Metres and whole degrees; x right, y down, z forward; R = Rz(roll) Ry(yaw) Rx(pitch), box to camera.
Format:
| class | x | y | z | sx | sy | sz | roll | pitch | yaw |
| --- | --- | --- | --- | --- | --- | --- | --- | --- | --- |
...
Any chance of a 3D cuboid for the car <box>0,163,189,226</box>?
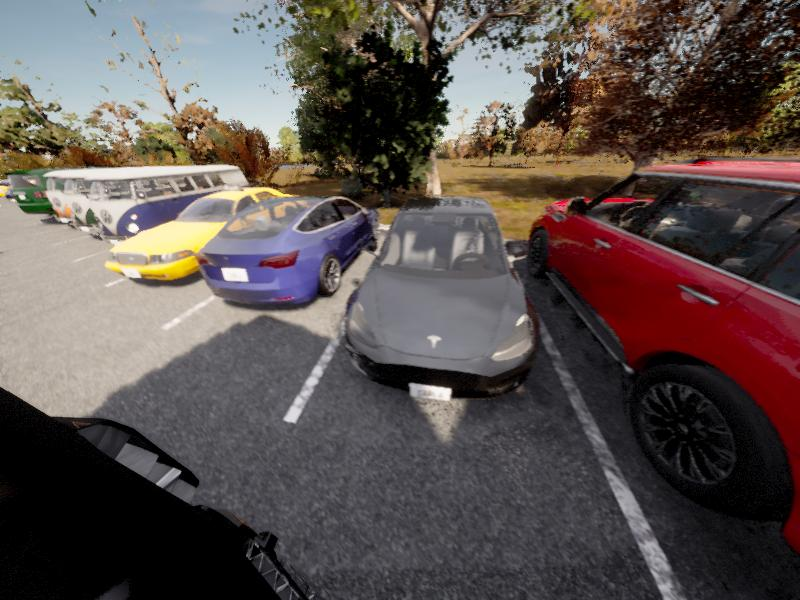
| class | x | y | z | sx | sy | sz | roll | pitch | yaw |
| --- | --- | --- | --- | --- | --- | --- | --- | --- | --- |
| car | -14.735 | -5.497 | 11.573 | 2.435 | 2.045 | 5.566 | 4 | 33 | 10 |

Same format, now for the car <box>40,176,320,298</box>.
| class | x | y | z | sx | sy | sz | roll | pitch | yaw |
| --- | --- | --- | --- | --- | --- | --- | --- | --- | --- |
| car | -4.486 | -2.217 | 6.287 | 1.946 | 1.575 | 5.366 | 4 | 33 | 10 |

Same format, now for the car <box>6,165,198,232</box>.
| class | x | y | z | sx | sy | sz | roll | pitch | yaw |
| --- | --- | --- | --- | --- | --- | --- | --- | --- | --- |
| car | -12.188 | -4.657 | 10.154 | 1.878 | 1.987 | 4.442 | 4 | 33 | 10 |

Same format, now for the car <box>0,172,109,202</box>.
| class | x | y | z | sx | sy | sz | roll | pitch | yaw |
| --- | --- | --- | --- | --- | --- | --- | --- | --- | --- |
| car | -28.253 | -9.280 | 18.765 | 1.946 | 1.575 | 5.366 | 4 | 33 | 10 |

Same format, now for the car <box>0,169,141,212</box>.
| class | x | y | z | sx | sy | sz | roll | pitch | yaw |
| --- | --- | --- | --- | --- | --- | --- | --- | --- | --- |
| car | -19.879 | -6.838 | 14.214 | 2.185 | 1.767 | 4.553 | 4 | 33 | 10 |

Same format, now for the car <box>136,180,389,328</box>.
| class | x | y | z | sx | sy | sz | roll | pitch | yaw |
| --- | --- | --- | --- | --- | --- | --- | --- | --- | --- |
| car | -1.884 | -1.568 | 5.174 | 2.163 | 1.488 | 4.792 | 4 | 33 | 10 |

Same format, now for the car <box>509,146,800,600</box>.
| class | x | y | z | sx | sy | sz | roll | pitch | yaw |
| --- | --- | --- | --- | --- | --- | --- | --- | --- | --- |
| car | 3.244 | -0.328 | 2.404 | 2.435 | 2.045 | 5.566 | 4 | 33 | 10 |

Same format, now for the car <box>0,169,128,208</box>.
| class | x | y | z | sx | sy | sz | roll | pitch | yaw |
| --- | --- | --- | --- | --- | --- | --- | --- | --- | --- |
| car | -22.427 | -7.611 | 15.577 | 2.185 | 1.767 | 4.553 | 4 | 33 | 10 |

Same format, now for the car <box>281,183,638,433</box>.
| class | x | y | z | sx | sy | sz | roll | pitch | yaw |
| --- | --- | --- | --- | --- | --- | --- | --- | --- | --- |
| car | 0.682 | -0.797 | 3.815 | 2.163 | 1.488 | 4.792 | 4 | 33 | 10 |

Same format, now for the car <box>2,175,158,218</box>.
| class | x | y | z | sx | sy | sz | roll | pitch | yaw |
| --- | --- | --- | --- | --- | --- | --- | --- | --- | --- |
| car | -17.293 | -5.976 | 13.018 | 2.002 | 1.452 | 4.674 | 4 | 33 | 10 |

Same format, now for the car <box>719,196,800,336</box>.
| class | x | y | z | sx | sy | sz | roll | pitch | yaw |
| --- | --- | --- | --- | --- | --- | --- | --- | --- | --- |
| car | 5.793 | 0.729 | 1.060 | 1.946 | 1.575 | 5.366 | 4 | 33 | 9 |

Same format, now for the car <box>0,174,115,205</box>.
| class | x | y | z | sx | sy | sz | roll | pitch | yaw |
| --- | --- | --- | --- | --- | --- | --- | --- | --- | --- |
| car | -25.355 | -8.293 | 17.108 | 2.163 | 1.488 | 4.792 | 4 | 33 | 10 |

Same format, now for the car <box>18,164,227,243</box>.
| class | x | y | z | sx | sy | sz | roll | pitch | yaw |
| --- | --- | --- | --- | --- | --- | --- | --- | --- | --- |
| car | -9.618 | -3.919 | 8.845 | 1.878 | 1.987 | 4.442 | 4 | 33 | 10 |

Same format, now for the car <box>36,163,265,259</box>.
| class | x | y | z | sx | sy | sz | roll | pitch | yaw |
| --- | --- | --- | --- | --- | --- | --- | --- | --- | --- |
| car | -7.047 | -3.181 | 7.534 | 1.878 | 1.987 | 4.442 | 4 | 33 | 10 |

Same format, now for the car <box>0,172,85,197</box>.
| class | x | y | z | sx | sy | sz | roll | pitch | yaw |
| --- | --- | --- | --- | --- | --- | --- | --- | --- | --- |
| car | -34.129 | -10.870 | 21.612 | 2.231 | 1.521 | 4.892 | 4 | 33 | 10 |

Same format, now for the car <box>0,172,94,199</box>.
| class | x | y | z | sx | sy | sz | roll | pitch | yaw |
| --- | --- | --- | --- | --- | --- | --- | --- | --- | --- |
| car | -31.209 | -10.019 | 20.107 | 2.231 | 1.521 | 4.892 | 4 | 33 | 10 |
